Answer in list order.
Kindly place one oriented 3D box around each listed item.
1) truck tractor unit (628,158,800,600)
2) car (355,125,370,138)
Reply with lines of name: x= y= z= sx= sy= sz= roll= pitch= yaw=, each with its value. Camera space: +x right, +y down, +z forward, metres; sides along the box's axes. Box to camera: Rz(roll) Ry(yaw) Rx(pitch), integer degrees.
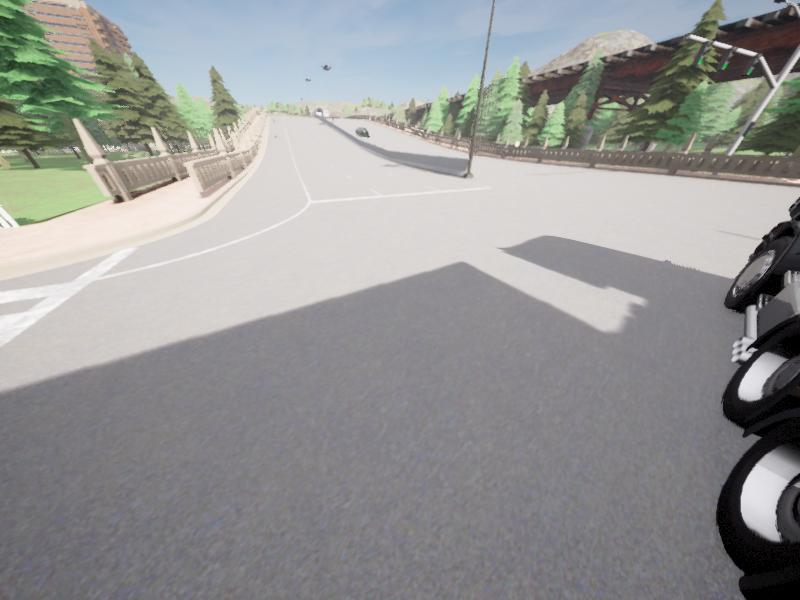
truck tractor unit: x=4.917 y=-0.456 z=1.018 sx=6.516 sy=4.208 sz=3.053 roll=-25 pitch=42 yaw=-32
car: x=-8.486 y=-37.749 z=51.705 sx=2.097 sy=1.767 sz=4.553 roll=-13 pitch=44 yaw=-18
